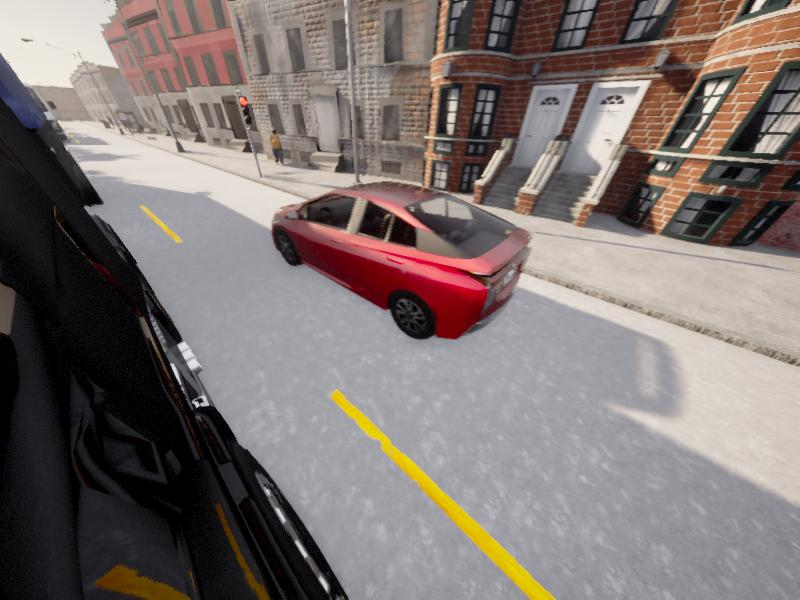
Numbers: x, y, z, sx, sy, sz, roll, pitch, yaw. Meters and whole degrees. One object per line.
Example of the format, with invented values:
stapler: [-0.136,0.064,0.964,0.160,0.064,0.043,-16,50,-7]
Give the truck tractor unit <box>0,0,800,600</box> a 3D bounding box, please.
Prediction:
truck tractor unit: [-2.645,-0.295,0.351,6.516,4.208,3.053,28,44,30]

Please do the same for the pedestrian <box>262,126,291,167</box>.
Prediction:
pedestrian: [-6.989,-8.700,13.142,0.751,1.860,0.751,30,44,31]

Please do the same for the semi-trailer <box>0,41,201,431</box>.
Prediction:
semi-trailer: [-8.695,-3.603,4.237,14.254,4.402,2.717,28,43,30]

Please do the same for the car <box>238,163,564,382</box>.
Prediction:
car: [-0.360,-1.076,3.822,4.514,1.525,2.007,28,43,30]

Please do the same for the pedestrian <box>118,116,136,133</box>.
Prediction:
pedestrian: [-38.005,-24.382,32.160,0.751,1.860,0.751,23,41,25]

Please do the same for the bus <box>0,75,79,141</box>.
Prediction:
bus: [-35.103,-17.738,21.629,10.273,4.253,3.944,28,43,30]

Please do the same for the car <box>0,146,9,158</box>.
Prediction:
car: [-23.515,-7.193,10.610,2.033,1.411,5.357,10,37,9]
